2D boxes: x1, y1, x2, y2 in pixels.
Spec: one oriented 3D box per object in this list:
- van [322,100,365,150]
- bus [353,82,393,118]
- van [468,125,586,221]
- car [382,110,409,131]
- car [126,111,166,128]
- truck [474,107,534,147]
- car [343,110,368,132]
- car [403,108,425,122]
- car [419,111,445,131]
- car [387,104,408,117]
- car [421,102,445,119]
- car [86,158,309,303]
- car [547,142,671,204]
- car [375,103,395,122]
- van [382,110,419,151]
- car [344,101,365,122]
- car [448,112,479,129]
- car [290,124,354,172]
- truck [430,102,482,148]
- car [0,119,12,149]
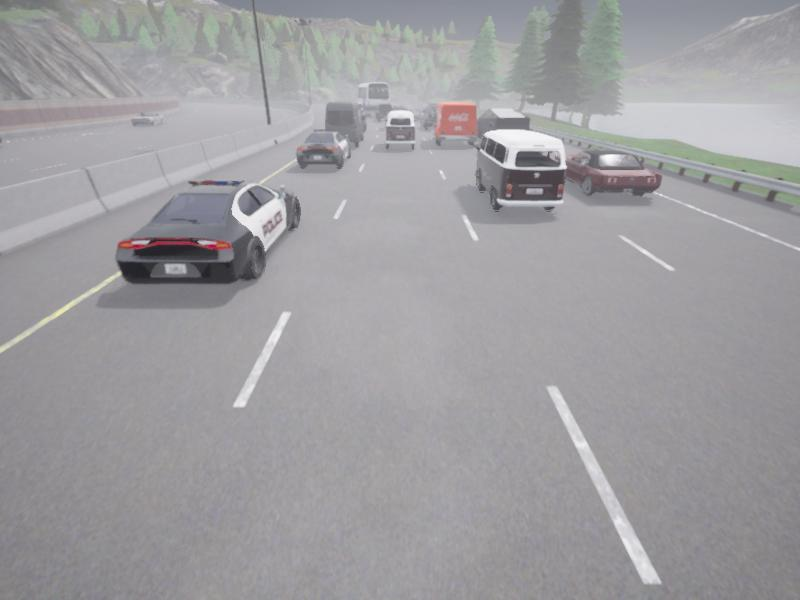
[{"bbox_3d":[-3.491,-11.481,25.935,1.988,2.561,5.915,0,28,-1],"label":"van"},{"bbox_3d":[-4.041,-28.620,57.142,3.944,4.253,10.273,-6,28,-12],"label":"bus"},{"bbox_3d":[3.521,-4.068,12.232,2.069,2.038,4.480,0,28,0],"label":"van"},{"bbox_3d":[-0.500,-16.703,37.151,2.128,1.511,4.902,-2,28,-4],"label":"car"},{"bbox_3d":[-24.818,-17.791,39.294,1.895,1.301,4.718,-6,28,-12],"label":"car"},{"bbox_3d":[6.979,-12.129,27.743,2.390,2.098,6.274,0,27,-1],"label":"truck"},{"bbox_3d":[-3.925,-16.075,35.895,2.007,1.525,4.514,-1,27,-3],"label":"car"},{"bbox_3d":[1.617,-22.266,48.132,1.895,1.301,4.718,-4,28,-8],"label":"car"},{"bbox_3d":[2.954,-16.841,37.482,1.816,1.474,4.193,-2,28,-4],"label":"car"},{"bbox_3d":[-0.396,-27.401,57.776,2.007,1.525,4.514,-6,28,-12],"label":"car"},{"bbox_3d":[4.299,-24.929,52.655,1.932,1.855,4.605,-4,28,-9],"label":"car"},{"bbox_3d":[-3.485,-1.779,8.308,2.038,1.542,4.974,0,27,0],"label":"car"},{"bbox_3d":[7.021,-4.634,14.154,1.895,1.301,4.718,0,27,0],"label":"car"},{"bbox_3d":[-1.849,-22.257,47.444,1.905,1.878,3.866,-4,28,-8],"label":"car"},{"bbox_3d":[0.022,-10.586,24.772,2.069,2.038,4.480,0,27,0],"label":"van"},{"bbox_3d":[-5.567,-22.985,48.651,2.150,2.045,5.566,-4,28,-8],"label":"car"},{"bbox_3d":[6.261,-18.013,39.963,1.895,1.301,4.718,-2,28,-5],"label":"car"},{"bbox_3d":[-3.472,-7.301,18.965,2.038,1.542,4.974,0,27,0],"label":"car"},{"bbox_3d":[3.499,-11.638,26.371,2.627,2.467,5.204,0,28,-1],"label":"truck"},{"bbox_3d":[-24.488,-8.803,21.690,1.882,1.535,5.008,0,28,0],"label":"car"}]
